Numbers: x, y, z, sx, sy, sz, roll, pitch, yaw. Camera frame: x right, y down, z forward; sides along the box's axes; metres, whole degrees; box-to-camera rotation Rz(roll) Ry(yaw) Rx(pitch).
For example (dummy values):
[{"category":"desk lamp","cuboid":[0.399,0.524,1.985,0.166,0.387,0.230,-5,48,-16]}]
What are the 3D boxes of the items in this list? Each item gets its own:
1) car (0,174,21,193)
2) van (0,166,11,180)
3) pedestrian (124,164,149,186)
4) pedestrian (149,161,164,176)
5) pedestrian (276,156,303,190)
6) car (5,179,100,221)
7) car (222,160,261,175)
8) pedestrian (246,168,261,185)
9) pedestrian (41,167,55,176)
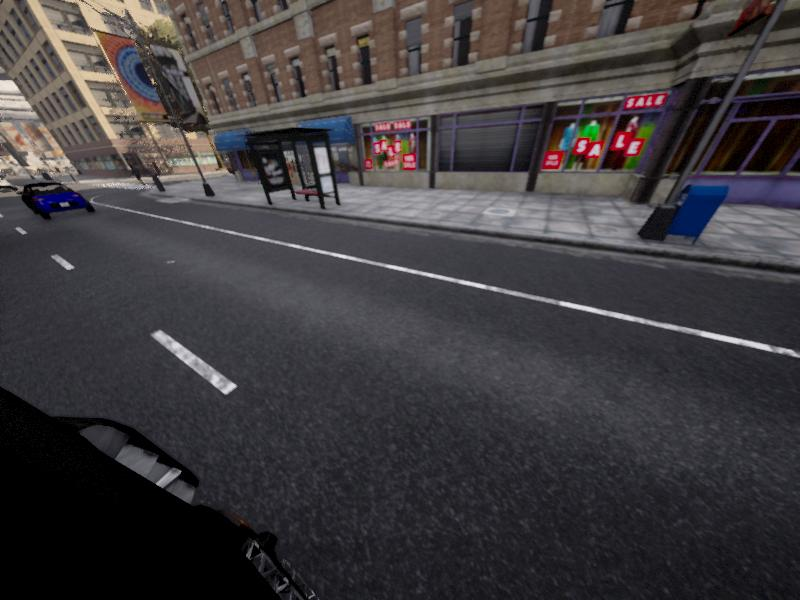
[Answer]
[{"category":"car","cuboid":[-42.867,-12.332,24.471,4.514,1.525,2.007,16,38,26]},{"category":"van","cuboid":[-81.706,-24.230,44.561,2.351,2.431,6.366,16,38,26]},{"category":"pedestrian","cuboid":[-26.765,-12.691,23.472,0.751,1.860,0.751,16,38,26]},{"category":"pedestrian","cuboid":[-35.896,-19.432,34.092,0.751,1.860,0.751,24,42,34]},{"category":"pedestrian","cuboid":[-6.996,-8.068,14.721,0.751,1.860,0.751,11,36,20]},{"category":"car","cuboid":[-18.111,-5.315,12.045,4.193,1.474,1.816,16,38,26]},{"category":"car","cuboid":[-21.858,-18.360,32.022,1.789,1.549,3.705,15,37,24]},{"category":"pedestrian","cuboid":[-11.783,-9.956,18.629,0.500,1.100,0.500,16,38,27]},{"category":"pedestrian","cuboid":[-79.052,-28.879,51.890,0.751,1.860,0.751,13,37,22]}]
